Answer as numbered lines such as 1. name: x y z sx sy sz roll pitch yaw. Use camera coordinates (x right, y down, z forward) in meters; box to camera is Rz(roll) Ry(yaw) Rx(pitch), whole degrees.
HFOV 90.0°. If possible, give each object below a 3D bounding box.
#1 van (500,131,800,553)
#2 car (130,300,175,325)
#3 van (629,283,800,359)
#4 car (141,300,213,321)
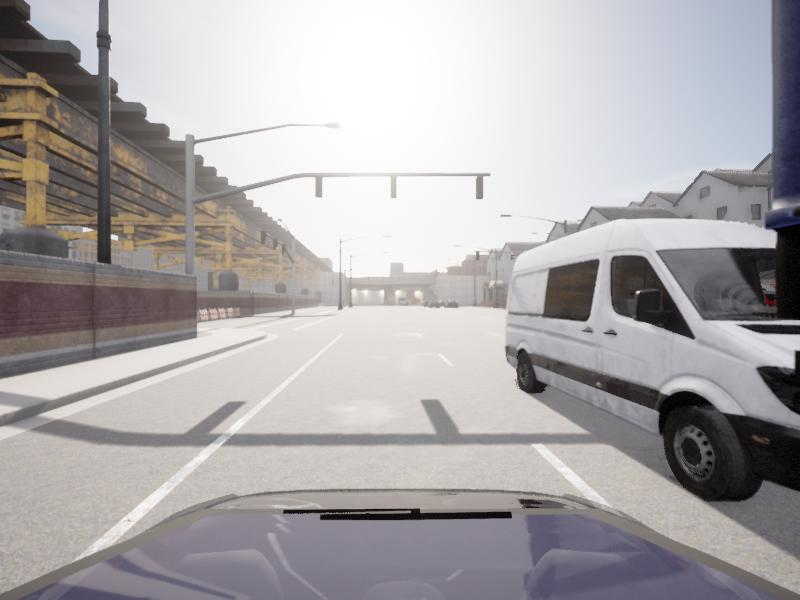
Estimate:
1. van: 3.235 0.313 5.296 1.988 2.561 5.915 0 -1 -4
2. car: -17.347 0.796 27.916 2.038 1.542 4.974 0 0 -39
3. van: 9.843 0.571 12.992 2.069 2.038 4.480 0 0 -3
4. car: -18.393 0.796 33.239 2.038 1.542 4.974 0 0 26
